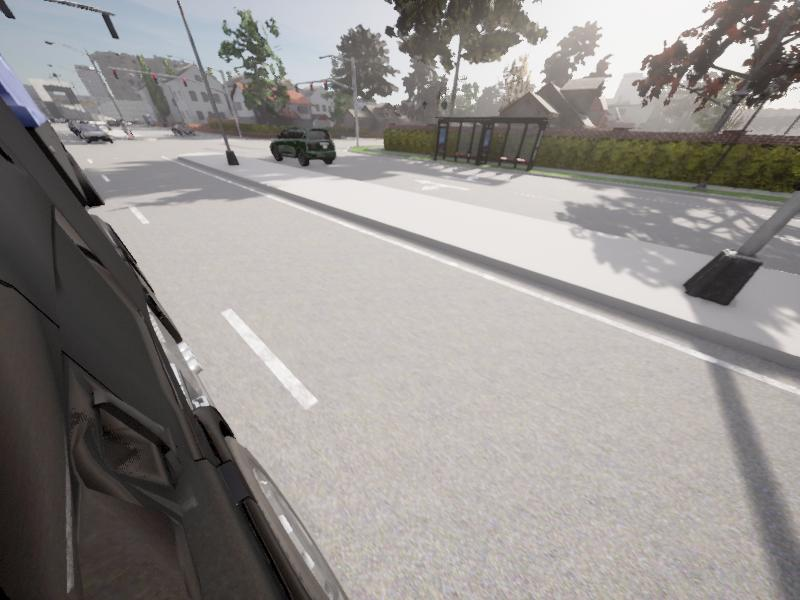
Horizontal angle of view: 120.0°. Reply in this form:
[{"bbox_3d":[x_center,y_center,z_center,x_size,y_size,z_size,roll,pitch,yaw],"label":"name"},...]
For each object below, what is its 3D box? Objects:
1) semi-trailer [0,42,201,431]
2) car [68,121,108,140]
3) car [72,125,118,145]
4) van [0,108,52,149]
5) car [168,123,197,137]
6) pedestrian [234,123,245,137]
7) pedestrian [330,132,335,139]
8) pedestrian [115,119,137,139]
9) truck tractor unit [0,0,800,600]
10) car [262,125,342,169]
[{"bbox_3d":[-8.704,-3.577,4.256,14.254,4.402,2.717,28,44,30],"label":"semi-trailer"},{"bbox_3d":[-36.375,-19.736,26.912,5.238,1.638,1.930,27,43,30],"label":"car"},{"bbox_3d":[-30.720,-16.633,23.237,5.357,1.411,2.033,28,43,30],"label":"car"},{"bbox_3d":[-31.192,-12.291,16.478,6.366,2.431,2.351,-26,45,-33],"label":"van"},{"bbox_3d":[-37.130,-29.034,39.446,5.027,1.651,2.152,28,44,30],"label":"car"},{"bbox_3d":[-26.599,-28.159,38.341,0.751,1.860,0.751,24,42,26],"label":"pedestrian"},{"bbox_3d":[-13.229,-32.249,45.244,0.500,1.100,0.500,29,44,31],"label":"pedestrian"},{"bbox_3d":[-32.111,-20.063,27.104,0.751,1.860,0.751,20,40,22],"label":"pedestrian"},{"bbox_3d":[-2.645,-0.295,0.351,6.516,4.208,3.053,28,44,30],"label":"truck tractor unit"},{"bbox_3d":[-6.681,-10.477,15.684,5.566,2.045,2.150,28,43,30],"label":"car"}]
